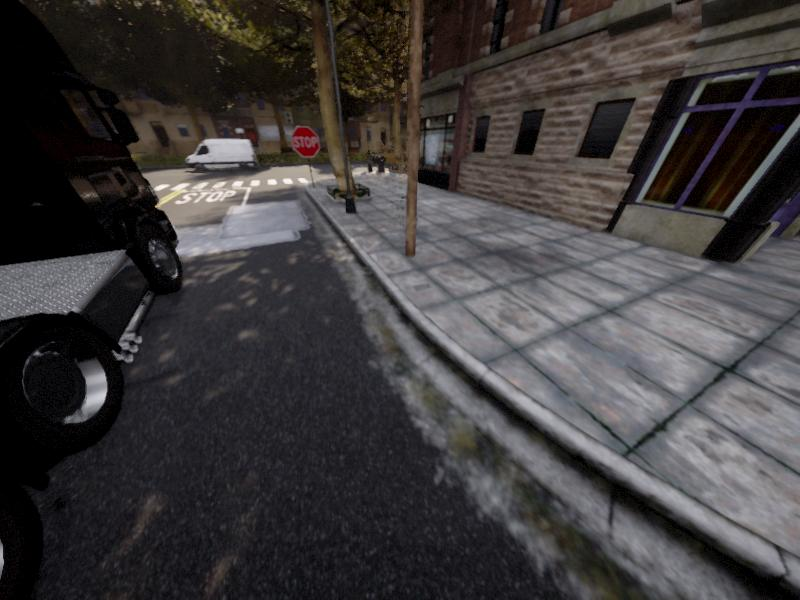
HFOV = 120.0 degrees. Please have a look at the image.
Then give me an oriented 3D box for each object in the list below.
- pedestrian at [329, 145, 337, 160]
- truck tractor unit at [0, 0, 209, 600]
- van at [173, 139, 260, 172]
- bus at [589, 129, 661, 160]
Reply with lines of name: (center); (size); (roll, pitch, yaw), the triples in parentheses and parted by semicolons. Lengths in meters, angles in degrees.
pedestrian: (-10.056, -22.185, 34.653); (0.751, 1.860, 0.751); (-14, 37, -20)
truck tractor unit: (-4.359, -0.714, 1.396); (3.053, 4.208, 6.516); (-17, 38, -23)
van: (-17.425, -14.162, 22.549); (5.915, 2.561, 1.988); (-14, 37, -20)
bus: (39.515, -27.391, 40.737); (10.273, 4.253, 3.944); (-14, 37, -20)
